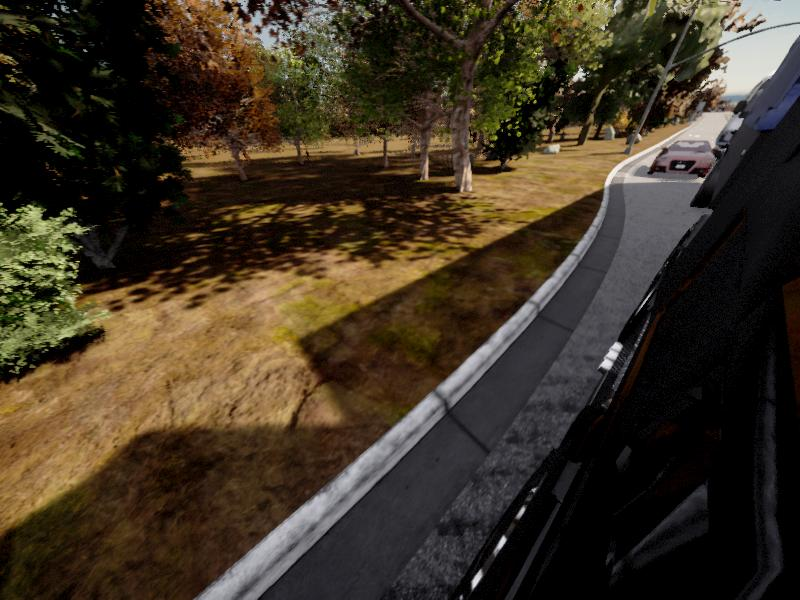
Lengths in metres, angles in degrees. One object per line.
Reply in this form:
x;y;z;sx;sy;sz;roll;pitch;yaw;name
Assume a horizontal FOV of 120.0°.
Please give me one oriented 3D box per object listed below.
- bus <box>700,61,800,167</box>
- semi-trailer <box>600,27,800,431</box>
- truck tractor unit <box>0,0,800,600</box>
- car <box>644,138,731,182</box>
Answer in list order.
23.640;-11.609;14.591;10.273;4.253;3.944;-30;45;-32;bus
8.637;-3.607;4.343;14.254;4.402;2.717;-28;43;-31;semi-trailer
2.645;-0.295;0.352;6.516;4.208;3.053;-28;44;-30;truck tractor unit
14.043;-7.074;11.457;1.994;1.385;4.181;28;46;35;car
